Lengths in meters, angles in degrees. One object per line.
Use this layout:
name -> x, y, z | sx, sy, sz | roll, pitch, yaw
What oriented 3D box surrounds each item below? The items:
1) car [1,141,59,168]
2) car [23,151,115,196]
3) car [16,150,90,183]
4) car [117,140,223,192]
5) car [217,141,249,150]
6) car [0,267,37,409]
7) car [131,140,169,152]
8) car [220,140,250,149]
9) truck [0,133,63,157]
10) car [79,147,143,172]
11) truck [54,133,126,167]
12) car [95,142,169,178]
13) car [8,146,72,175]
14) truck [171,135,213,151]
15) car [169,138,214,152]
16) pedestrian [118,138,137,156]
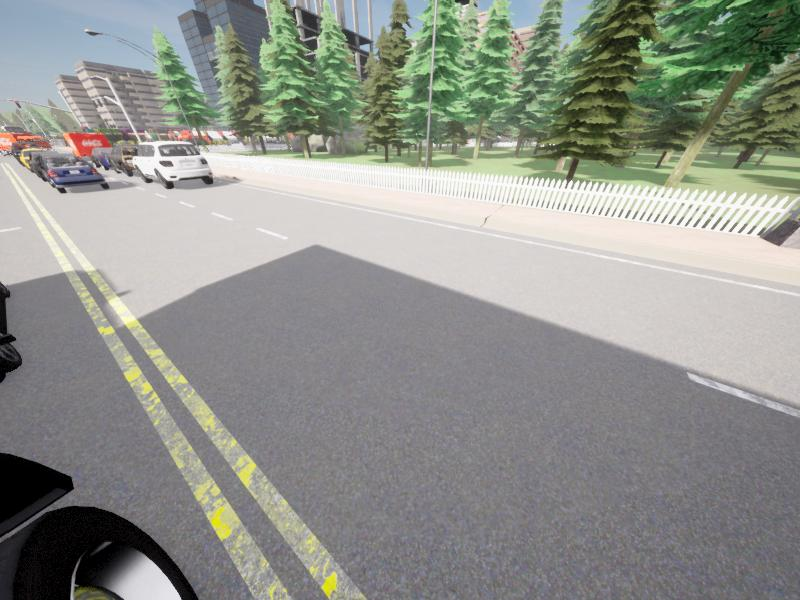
car -> -33.443, -13.258, 20.879 | 4.605, 1.855, 1.932 | 22, 40, 27
car -> -16.642, -6.462, 11.628 | 3.705, 1.549, 1.789 | 22, 40, 27
car -> -21.861, -8.497, 14.551 | 4.193, 1.474, 1.816 | 22, 40, 27
car -> -12.730, -7.551, 12.775 | 5.566, 2.045, 2.150 | 22, 40, 27
car -> -35.229, -32.793, 48.912 | 2.038, 1.542, 4.974 | 21, 40, 26
car -> -6.037, 0.220, 2.300 | 3.806, 1.475, 1.970 | 22, 41, 28
car -> -45.115, -27.848, 41.754 | 1.851, 1.617, 3.988 | 22, 41, 28
car -> -36.960, -35.017, 51.957 | 2.033, 1.649, 4.856 | 21, 40, 26
truck -> -50.216, -20.593, 30.663 | 5.204, 2.467, 2.627 | -6, 36, -9
car -> -24.110, -11.833, 19.267 | 4.792, 1.488, 2.163 | 22, 40, 27
truck -> -29.375, -14.326, 21.911 | 5.204, 2.467, 2.627 | 22, 40, 27
car -> -18.717, -9.857, 16.154 | 4.605, 1.855, 1.932 | 22, 40, 27
car -> -27.627, -10.828, 17.729 | 5.366, 1.575, 1.801 | 22, 40, 27
truck -> -41.364, -31.444, 46.147 | 2.627, 2.467, 5.204 | 20, 40, 26
car -> -39.276, -29.415, 43.639 | 2.150, 2.045, 5.566 | 21, 40, 26
pedestrian -> -34.250, -19.217, 29.046 | 0.751, 1.860, 0.751 | -29, 45, -35
